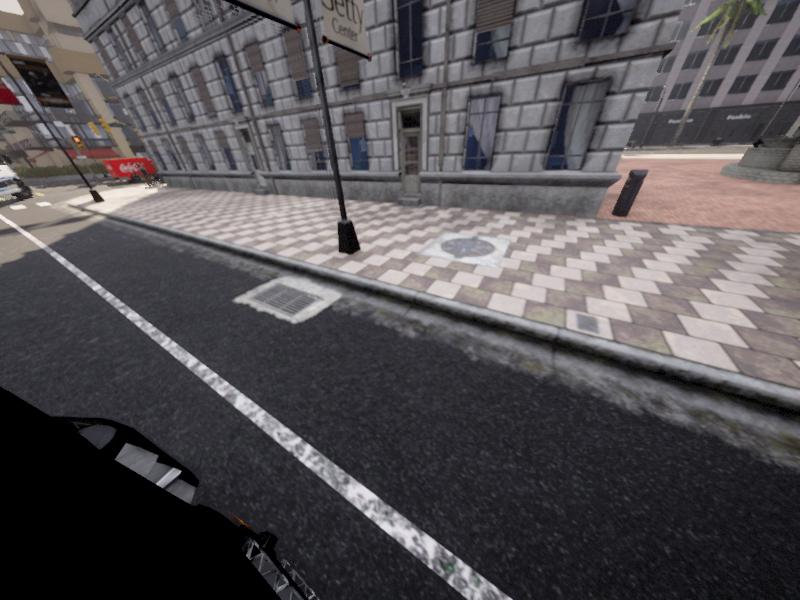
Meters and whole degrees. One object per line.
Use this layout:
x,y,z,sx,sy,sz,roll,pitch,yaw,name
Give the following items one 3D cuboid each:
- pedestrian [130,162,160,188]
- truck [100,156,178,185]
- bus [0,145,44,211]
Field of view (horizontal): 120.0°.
-21.709,-10.647,19.707,0.751,1.860,0.751,7,35,15,pedestrian
-31.170,-15.698,27.857,2.627,2.467,5.204,16,39,26,truck
-28.489,-7.884,14.251,3.944,4.253,10.273,-31,43,-32,bus
